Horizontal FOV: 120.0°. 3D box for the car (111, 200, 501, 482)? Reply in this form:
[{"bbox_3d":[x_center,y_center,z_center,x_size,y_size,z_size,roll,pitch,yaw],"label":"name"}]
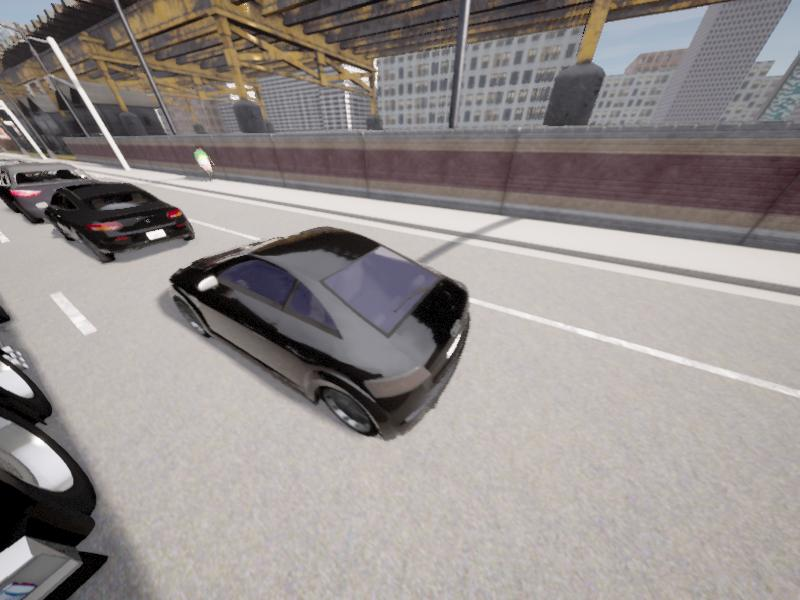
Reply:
[{"bbox_3d":[-1.217,-0.180,3.053,4.181,1.385,1.994,18,39,24],"label":"car"}]

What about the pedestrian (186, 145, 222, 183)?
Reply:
[{"bbox_3d":[-11.356,-7.910,13.447,0.751,1.860,0.751,18,39,24],"label":"pedestrian"}]

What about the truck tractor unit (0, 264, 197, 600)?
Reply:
[{"bbox_3d":[-5.120,-0.288,0.790,6.516,4.208,3.053,18,39,24],"label":"truck tractor unit"}]

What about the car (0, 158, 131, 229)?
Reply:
[{"bbox_3d":[-12.888,-4.122,8.522,4.611,1.667,2.242,18,39,24],"label":"car"}]

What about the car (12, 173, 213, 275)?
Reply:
[{"bbox_3d":[-7.393,-2.231,5.971,4.674,1.442,1.812,18,39,24],"label":"car"}]

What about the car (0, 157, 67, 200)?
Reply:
[{"bbox_3d":[-20.528,-6.551,12.200,4.902,1.511,2.128,18,39,24],"label":"car"}]
